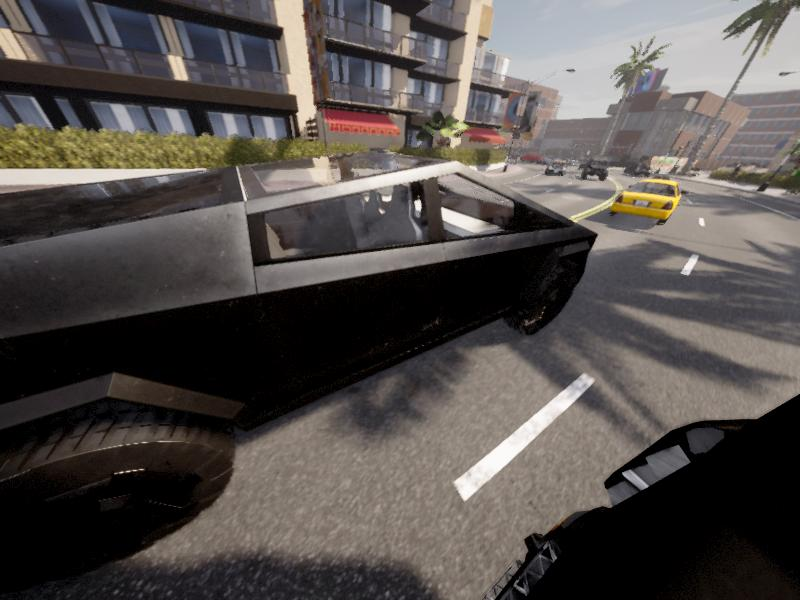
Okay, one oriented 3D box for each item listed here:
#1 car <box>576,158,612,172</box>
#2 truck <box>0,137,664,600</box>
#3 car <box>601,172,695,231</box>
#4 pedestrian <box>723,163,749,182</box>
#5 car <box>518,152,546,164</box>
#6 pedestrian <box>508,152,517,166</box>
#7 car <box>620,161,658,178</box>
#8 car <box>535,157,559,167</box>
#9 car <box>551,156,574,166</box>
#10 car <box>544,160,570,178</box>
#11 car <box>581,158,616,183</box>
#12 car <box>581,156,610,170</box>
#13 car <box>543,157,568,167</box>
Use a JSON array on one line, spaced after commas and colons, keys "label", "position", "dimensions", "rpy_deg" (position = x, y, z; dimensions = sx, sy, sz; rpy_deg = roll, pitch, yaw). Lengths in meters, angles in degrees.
[{"label": "car", "position": [30.485, -21.395, 36.571], "dimensions": [2.242, 1.667, 4.611], "rpy_deg": [8, 34, 7]}, {"label": "truck", "position": [-0.440, -0.379, 2.555], "dimensions": [6.274, 2.098, 2.390], "rpy_deg": [-17, 39, -27]}, {"label": "car", "position": [10.831, -4.473, 9.971], "dimensions": [5.366, 1.575, 1.801], "rpy_deg": [-25, 43, -35]}, {"label": "pedestrian", "position": [40.419, -15.351, 27.847], "dimensions": [0.751, 1.860, 0.751], "rpy_deg": [17, 36, 20]}, {"label": "car", "position": [30.317, -32.843, 53.279], "dimensions": [2.150, 2.045, 5.566], "rpy_deg": [-7, 35, -14]}, {"label": "pedestrian", "position": [17.605, -22.034, 36.064], "dimensions": [0.751, 1.860, 0.751], "rpy_deg": [14, 35, 16]}, {"label": "car", "position": [32.350, -17.820, 31.452], "dimensions": [1.851, 1.617, 3.988], "rpy_deg": [13, 35, 15]}, {"label": "car", "position": [28.135, -26.591, 44.406], "dimensions": [1.994, 1.385, 4.181], "rpy_deg": [2, 34, -1]}, {"label": "car", "position": [34.782, -29.809, 49.530], "dimensions": [1.789, 1.549, 3.705], "rpy_deg": [-3, 34, -10]}, {"label": "car", "position": [17.633, -14.764, 25.903], "dimensions": [1.970, 1.475, 3.806], "rpy_deg": [21, 38, 25]}, {"label": "car", "position": [19.930, -13.227, 23.417], "dimensions": [1.905, 1.878, 3.866], "rpy_deg": [22, 38, 25]}, {"label": "car", "position": [34.811, -24.490, 41.319], "dimensions": [1.905, 1.878, 3.866], "rpy_deg": [5, 34, 3]}, {"label": "car", "position": [31.377, -28.087, 46.878], "dimensions": [1.994, 1.385, 4.181], "rpy_deg": [0, 34, -5]}]
